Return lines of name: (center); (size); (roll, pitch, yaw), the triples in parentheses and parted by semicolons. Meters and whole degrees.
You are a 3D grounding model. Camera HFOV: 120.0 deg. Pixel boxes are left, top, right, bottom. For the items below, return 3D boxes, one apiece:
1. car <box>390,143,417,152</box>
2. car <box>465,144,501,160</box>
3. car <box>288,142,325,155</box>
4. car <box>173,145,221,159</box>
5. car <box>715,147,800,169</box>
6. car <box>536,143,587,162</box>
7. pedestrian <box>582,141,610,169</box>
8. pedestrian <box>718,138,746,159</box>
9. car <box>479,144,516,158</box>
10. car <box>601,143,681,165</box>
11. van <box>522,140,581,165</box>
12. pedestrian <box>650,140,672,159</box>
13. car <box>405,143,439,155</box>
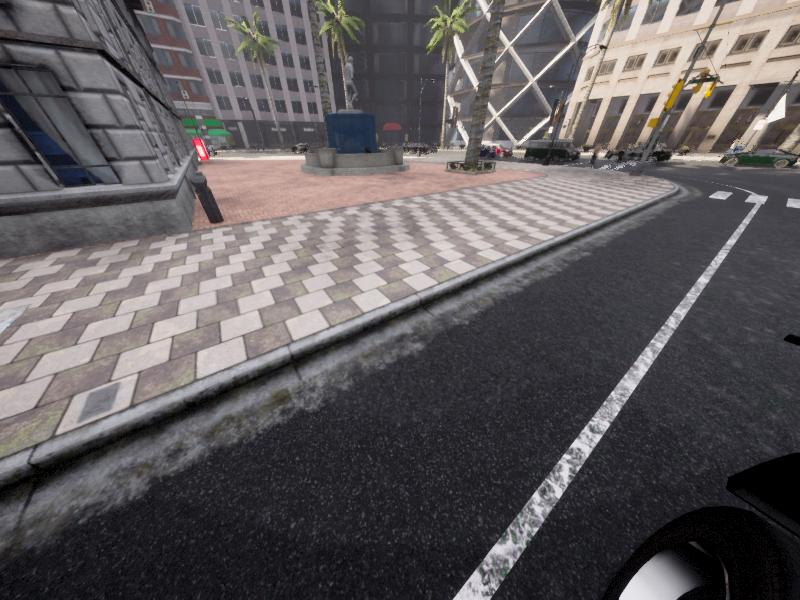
car: (0.729, -28.473, 43.204); (4.718, 1.301, 1.895); (10, 36, 14)
car: (10.397, -18.669, 29.017); (3.633, 1.501, 1.845); (27, 43, 33)
car: (-15.433, -25.303, 38.518); (5.238, 1.638, 1.930); (-5, 35, -6)
car: (-28.549, -20.978, 32.641); (4.674, 1.442, 1.812); (-16, 38, -22)
car: (31.584, -12.558, 20.335); (1.994, 1.385, 4.181); (-22, 41, -28)
car: (18.017, -16.584, 25.939); (1.851, 1.617, 3.988); (-24, 41, -29)
pedestrian: (15.403, -11.425, 18.193); (0.751, 1.860, 0.751); (-14, 37, -18)
pedestrian: (36.311, -16.605, 25.313); (0.751, 1.860, 0.751); (17, 39, 23)
car: (12.973, -19.973, 30.897); (3.806, 1.475, 1.970); (28, 44, 34)
car: (24.426, -15.065, 23.707); (1.930, 1.638, 5.238); (-22, 40, -28)
van: (15.444, -15.325, 23.841); (1.775, 1.987, 4.442); (-23, 41, -29)
pedestrian: (30.361, -17.497, 26.886); (0.751, 1.860, 0.751); (-14, 37, -18)
car: (3.453, -23.776, 36.330); (4.902, 1.511, 2.128); (13, 37, 18)
